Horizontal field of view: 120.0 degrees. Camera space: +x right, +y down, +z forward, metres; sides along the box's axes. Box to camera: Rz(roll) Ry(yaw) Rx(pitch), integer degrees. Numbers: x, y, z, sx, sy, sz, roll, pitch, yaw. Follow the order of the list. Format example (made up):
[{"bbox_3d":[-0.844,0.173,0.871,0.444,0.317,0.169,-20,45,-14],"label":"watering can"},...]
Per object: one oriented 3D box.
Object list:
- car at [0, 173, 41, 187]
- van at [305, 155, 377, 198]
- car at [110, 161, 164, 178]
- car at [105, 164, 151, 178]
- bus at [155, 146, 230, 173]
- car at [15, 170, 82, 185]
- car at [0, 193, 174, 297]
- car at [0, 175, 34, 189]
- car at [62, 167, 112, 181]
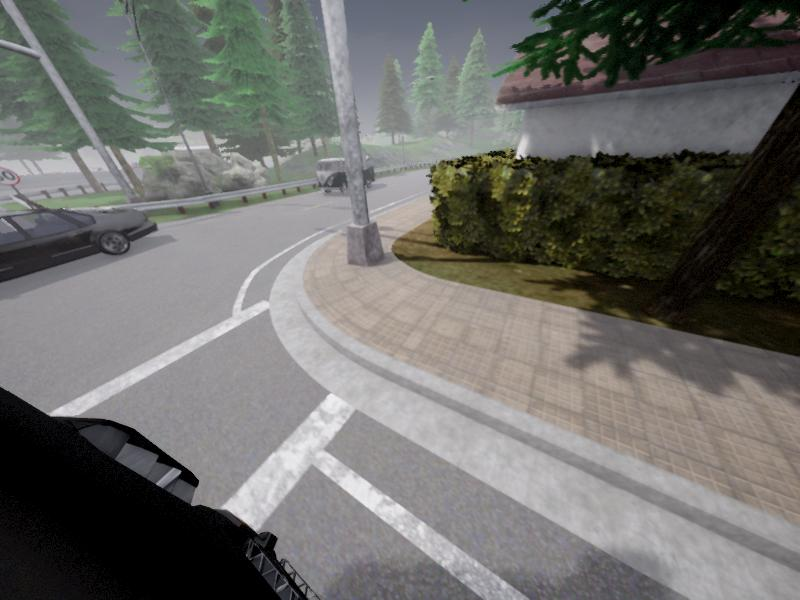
[{"bbox_3d":[-58.499,-17.803,34.366,2.033,1.411,5.357,16,38,26],"label":"car"},{"bbox_3d":[-3.606,-8.273,15.235,1.775,1.987,4.442,16,38,26],"label":"van"},{"bbox_3d":[-45.846,-22.906,40.488,2.150,2.045,5.566,16,38,26],"label":"car"},{"bbox_3d":[-49.066,-23.400,41.846,2.033,1.649,4.856,16,38,26],"label":"car"},{"bbox_3d":[-43.410,-30.022,49.013,3.944,4.253,10.273,16,38,26],"label":"bus"},{"bbox_3d":[-53.615,-18.856,35.420,1.801,1.575,5.366,16,38,26],"label":"car"},{"bbox_3d":[-9.206,-1.250,5.421,2.033,1.411,5.357,5,35,12],"label":"car"},{"bbox_3d":[-53.008,-15.470,30.530,1.895,1.301,4.718,16,38,26],"label":"car"},{"bbox_3d":[-54.336,-21.987,40.227,2.242,1.667,4.611,16,38,26],"label":"car"}]
